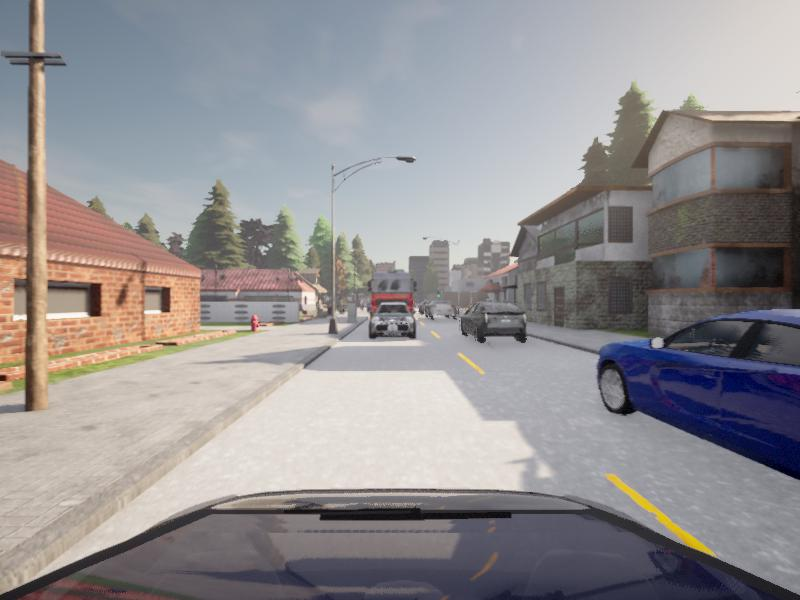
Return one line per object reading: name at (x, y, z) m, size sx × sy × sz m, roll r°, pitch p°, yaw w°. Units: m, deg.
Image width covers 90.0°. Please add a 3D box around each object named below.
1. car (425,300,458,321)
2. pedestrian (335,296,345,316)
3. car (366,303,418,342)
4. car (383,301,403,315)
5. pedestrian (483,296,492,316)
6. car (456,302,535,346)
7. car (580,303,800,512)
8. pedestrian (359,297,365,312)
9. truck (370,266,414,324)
car at (3.381, 0.796, 33.758) m, size 2.152 × 1.651 × 5.027 m, roll 0°, pitch 0°, yaw -2°
pedestrian at (-5.599, 0.549, 37.487) m, size 0.751 × 1.860 × 0.751 m, roll 0°, pitch 0°, yaw 3°
car at (-0.289, 0.861, 17.116) m, size 1.970 × 1.475 × 3.806 m, roll 0°, pitch 0°, yaw 0°
car at (-0.733, 0.856, 45.173) m, size 2.128 × 1.511 × 4.902 m, roll 0°, pitch 0°, yaw 1°
pedestrian at (8.287, 0.551, 37.958) m, size 0.751 × 1.860 × 0.751 m, roll 0°, pitch 0°, yaw 8°
car at (3.688, 0.837, 16.324) m, size 2.007 × 1.525 × 4.514 m, roll 0°, pitch 0°, yaw -2°
car at (3.914, 0.825, 3.973) m, size 1.882 × 1.535 × 5.008 m, roll 0°, pitch 0°, yaw -2°
pedestrian at (-4.926, 0.556, 51.537) m, size 0.751 × 1.860 × 0.751 m, roll 0°, pitch 0°, yaw -2°
truck at (-0.517, -0.307, 30.758) m, size 2.891 × 3.827 × 8.468 m, roll 0°, pitch 0°, yaw 0°
